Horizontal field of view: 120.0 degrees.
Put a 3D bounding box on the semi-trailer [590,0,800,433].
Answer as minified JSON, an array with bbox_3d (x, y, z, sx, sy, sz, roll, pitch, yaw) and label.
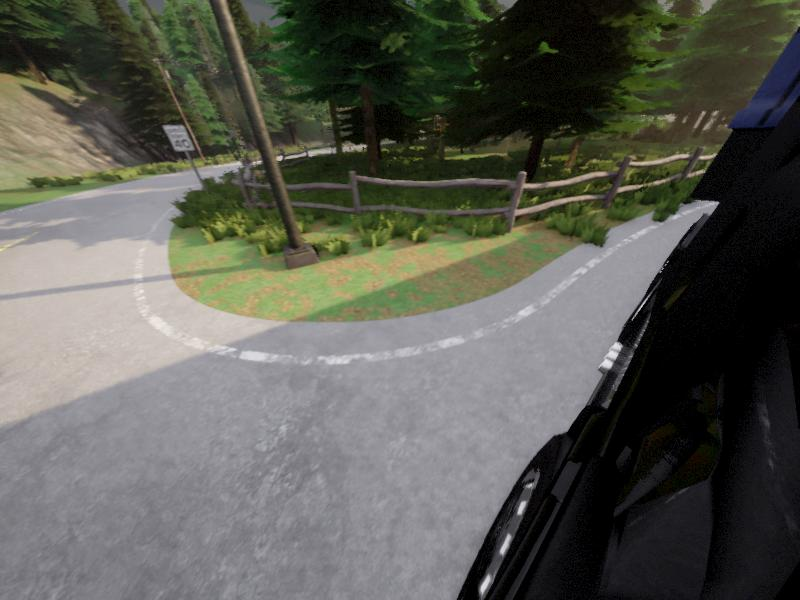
[{"bbox_3d":[9.224,-3.178,3.633,14.254,4.402,2.717,-22,40,-23],"label":"semi-trailer"}]

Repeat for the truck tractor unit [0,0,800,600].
[{"bbox_3d":[2.645,-0.295,0.351,6.516,4.208,3.053,-28,44,-30],"label":"truck tractor unit"}]
